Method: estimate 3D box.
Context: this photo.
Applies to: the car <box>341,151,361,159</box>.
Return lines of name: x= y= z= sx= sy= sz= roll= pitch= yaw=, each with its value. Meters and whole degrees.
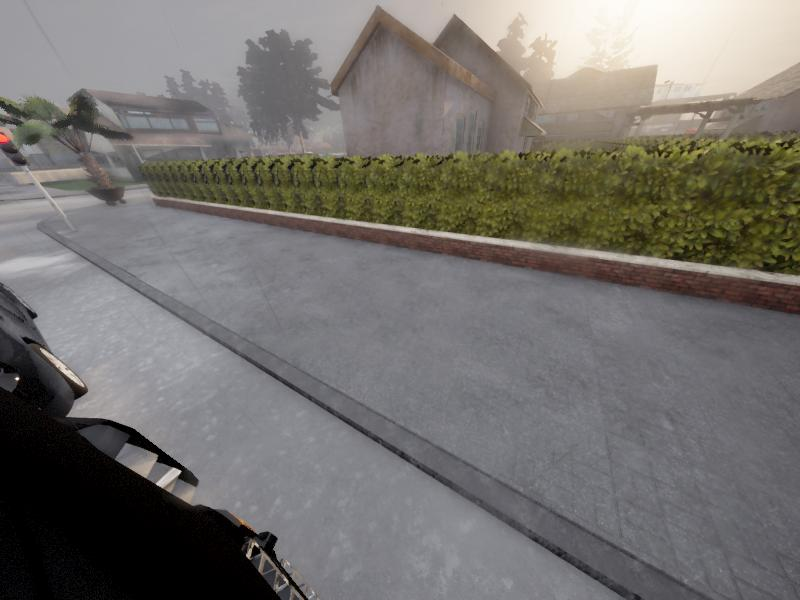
car: x=-12.946 y=-38.495 z=61.375 sx=4.856 sy=1.649 sz=2.033 roll=16 pitch=38 yaw=26

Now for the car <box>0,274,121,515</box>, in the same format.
car: x=-5.340 y=0.496 z=2.211 sx=5.008 sy=1.535 sz=1.882 roll=16 pitch=38 yaw=26

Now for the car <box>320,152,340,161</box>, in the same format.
car: x=-18.274 y=-37.412 z=60.250 sx=4.611 sy=1.667 sz=2.242 roll=16 pitch=38 yaw=26

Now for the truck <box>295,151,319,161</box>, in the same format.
truck: x=-25.673 y=-39.753 z=63.824 sx=6.274 sy=2.098 sz=2.390 roll=16 pitch=38 yaw=26
